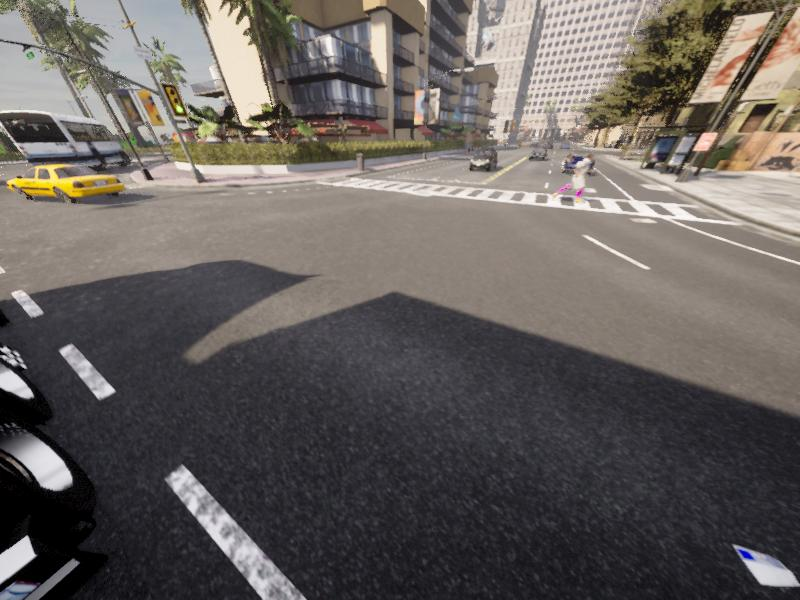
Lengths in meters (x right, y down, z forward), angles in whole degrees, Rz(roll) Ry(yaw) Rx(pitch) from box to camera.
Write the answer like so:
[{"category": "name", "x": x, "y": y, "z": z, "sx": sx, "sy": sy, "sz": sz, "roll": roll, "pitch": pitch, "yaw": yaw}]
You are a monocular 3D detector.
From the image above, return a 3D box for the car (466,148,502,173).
[{"category": "car", "x": 7.365, "y": -12.261, "z": 20.155, "sx": 1.851, "sy": 1.617, "sz": 3.988, "roll": 17, "pitch": 39, "yaw": 24}]

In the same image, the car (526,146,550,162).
[{"category": "car", "x": 17.323, "y": -18.291, "z": 28.901, "sx": 2.033, "sy": 1.411, "sz": 5.357, "roll": 17, "pitch": 39, "yaw": 24}]

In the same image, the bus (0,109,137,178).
[{"category": "bus", "x": -30.355, "y": -14.606, "z": 21.631, "sx": 3.944, "sy": 4.253, "sz": 10.273, "roll": -19, "pitch": 39, "yaw": -23}]

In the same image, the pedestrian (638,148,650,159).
[{"category": "pedestrian", "x": 29.142, "y": -17.493, "z": 27.572, "sx": 0.500, "sy": 1.100, "sz": 0.500, "roll": 19, "pitch": 39, "yaw": 26}]

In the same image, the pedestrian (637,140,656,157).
[{"category": "pedestrian", "x": 31.588, "y": -19.420, "z": 29.650, "sx": 0.751, "sy": 1.860, "sz": 0.751, "roll": 14, "pitch": 37, "yaw": 20}]

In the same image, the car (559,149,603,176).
[{"category": "car", "x": 14.282, "y": -11.122, "z": 18.551, "sx": 2.163, "sy": 1.488, "sz": 4.792, "roll": 17, "pitch": 39, "yaw": 24}]

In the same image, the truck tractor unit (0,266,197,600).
[{"category": "truck tractor unit", "x": -5.117, "y": -0.292, "z": 0.782, "sx": 6.516, "sy": 4.208, "sz": 3.053, "roll": 18, "pitch": 39, "yaw": 24}]

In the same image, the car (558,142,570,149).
[{"category": "car", "x": 42.505, "y": -40.078, "z": 59.871, "sx": 2.163, "sy": 1.488, "sz": 4.792, "roll": 17, "pitch": 38, "yaw": 24}]

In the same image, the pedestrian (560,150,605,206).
[{"category": "pedestrian", "x": 7.268, "y": -4.908, "z": 9.320, "sx": 0.751, "sy": 1.860, "sz": 0.751, "roll": 16, "pitch": 38, "yaw": 22}]

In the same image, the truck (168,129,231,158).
[{"category": "truck", "x": -34.211, "y": -27.213, "z": 40.169, "sx": 2.891, "sy": 3.827, "sz": 8.468, "roll": 0, "pitch": 35, "yaw": 1}]

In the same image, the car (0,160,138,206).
[{"category": "car", "x": -15.839, "y": -5.586, "z": 10.836, "sx": 5.366, "sy": 1.575, "sz": 1.801, "roll": 8, "pitch": 36, "yaw": 12}]
